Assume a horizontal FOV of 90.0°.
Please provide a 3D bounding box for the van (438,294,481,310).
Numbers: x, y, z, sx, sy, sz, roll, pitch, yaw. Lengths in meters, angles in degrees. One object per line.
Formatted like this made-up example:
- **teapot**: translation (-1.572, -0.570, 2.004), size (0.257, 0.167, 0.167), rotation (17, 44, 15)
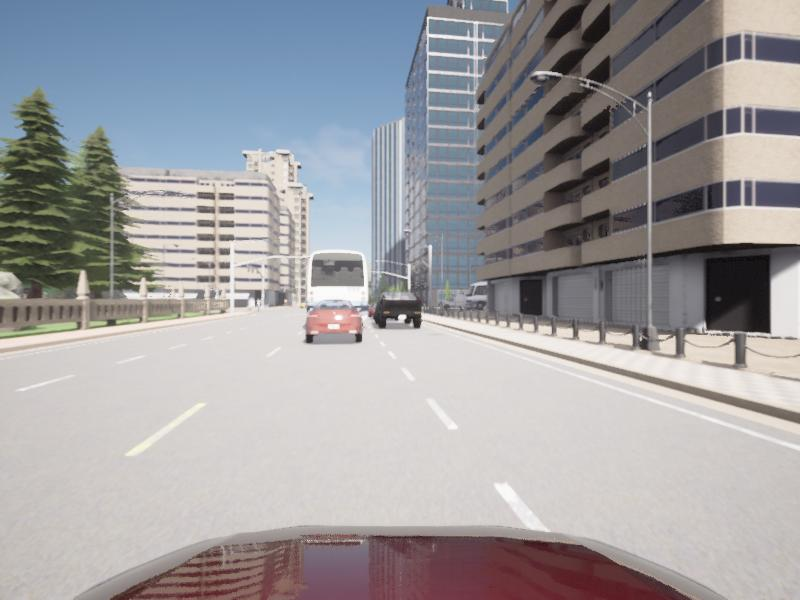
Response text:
- **van**: translation (9.503, 0.337, 63.785), size (6.366, 2.431, 2.351), rotation (0, 0, -7)

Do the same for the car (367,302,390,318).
- **car**: translation (-2.146, 0.913, 38.912), size (1.994, 1.385, 4.181), rotation (0, 0, -8)

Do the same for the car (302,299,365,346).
- **car**: translation (-2.672, 0.782, 16.541), size (2.152, 1.651, 5.027), rotation (0, 0, -8)

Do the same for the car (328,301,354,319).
- **car**: translation (-5.393, 0.841, 36.802), size (2.128, 1.511, 4.902), rotation (0, 0, -8)

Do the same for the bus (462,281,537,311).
- **bus**: translation (15.056, -0.572, 60.849), size (10.273, 4.253, 3.944), rotation (0, 0, -7)

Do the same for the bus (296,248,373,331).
- **bus**: translation (-4.041, -0.531, 25.846), size (3.944, 4.253, 10.273), rotation (0, 0, -8)

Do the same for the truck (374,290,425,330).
- **truck**: translation (-0.234, 0.546, 24.182), size (2.390, 2.098, 6.274), rotation (0, 0, -7)
